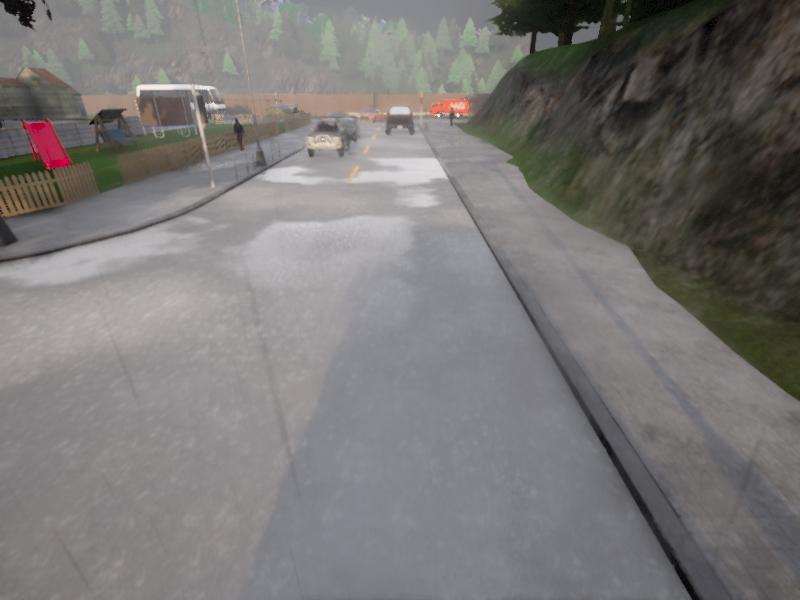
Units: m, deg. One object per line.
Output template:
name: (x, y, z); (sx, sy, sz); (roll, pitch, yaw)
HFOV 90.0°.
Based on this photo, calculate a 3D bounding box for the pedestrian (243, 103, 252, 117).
pedestrian: (-22.563, -28.148, 59.359); (0.751, 1.860, 0.751); (-1, 27, -1)

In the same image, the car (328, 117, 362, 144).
car: (-4.001, -12.751, 29.894); (1.837, 1.490, 4.892); (0, 27, 0)

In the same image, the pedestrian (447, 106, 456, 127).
pedestrian: (5.207, -18.477, 40.296); (0.751, 1.860, 0.751); (0, 27, 0)

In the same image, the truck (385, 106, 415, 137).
truck: (-0.001, -15.697, 34.950); (2.390, 2.098, 6.274); (0, 27, 0)

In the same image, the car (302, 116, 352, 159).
car: (-4.000, -9.323, 22.790); (1.932, 1.855, 4.605); (0, 27, 0)

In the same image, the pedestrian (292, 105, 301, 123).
pedestrian: (-12.253, -22.036, 47.373); (0.751, 1.860, 0.751); (0, 27, 0)

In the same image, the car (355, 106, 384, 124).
car: (-3.569, -22.272, 48.125); (2.097, 1.767, 4.553); (7, 28, 13)

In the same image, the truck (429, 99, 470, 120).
truck: (6.755, -26.489, 55.533); (5.204, 2.467, 2.627); (0, 27, 0)

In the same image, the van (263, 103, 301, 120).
van: (-16.375, -26.208, 55.672); (4.442, 1.987, 1.775); (0, 27, 0)

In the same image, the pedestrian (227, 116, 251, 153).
pedestrian: (-9.136, -9.404, 22.722); (0.751, 1.860, 0.751); (0, 27, 0)

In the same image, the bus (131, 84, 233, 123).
bus: (-27.816, -25.410, 51.720); (10.273, 4.253, 3.944); (0, 27, 0)
